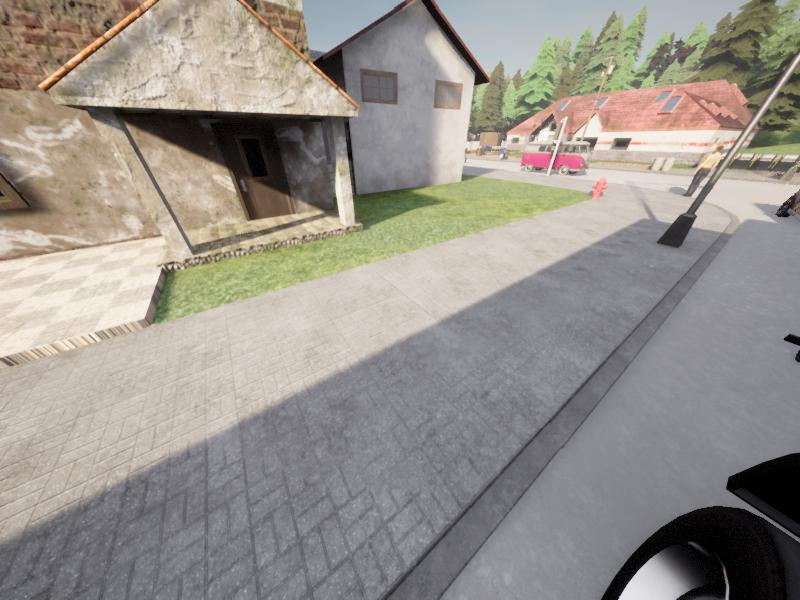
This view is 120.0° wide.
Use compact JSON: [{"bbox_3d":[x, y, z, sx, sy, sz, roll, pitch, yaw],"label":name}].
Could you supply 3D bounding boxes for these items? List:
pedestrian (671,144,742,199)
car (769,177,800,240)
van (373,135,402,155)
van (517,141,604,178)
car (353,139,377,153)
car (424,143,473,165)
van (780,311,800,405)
[{"bbox_3d":[12.362,-5.230,9.420,0.751,1.860,0.751,14,38,19],"label":"pedestrian"},{"bbox_3d":[12.438,-2.603,6.171,1.789,1.549,3.705,29,45,35],"label":"car"},{"bbox_3d":[-2.155,-25.726,38.250,1.988,2.561,5.915,-22,41,-27],"label":"van"},{"bbox_3d":[11.234,-10.218,16.621,1.775,1.987,4.442,-22,40,-27],"label":"van"},{"bbox_3d":[-6.717,-29.332,43.827,2.150,2.045,5.566,-22,40,-27],"label":"car"},{"bbox_3d":[4.941,-15.362,24.231,2.242,1.667,4.611,-22,41,-28],"label":"car"},{"bbox_3d":[7.071,-0.470,2.341,5.915,2.561,1.988,-20,40,-26],"label":"van"}]
